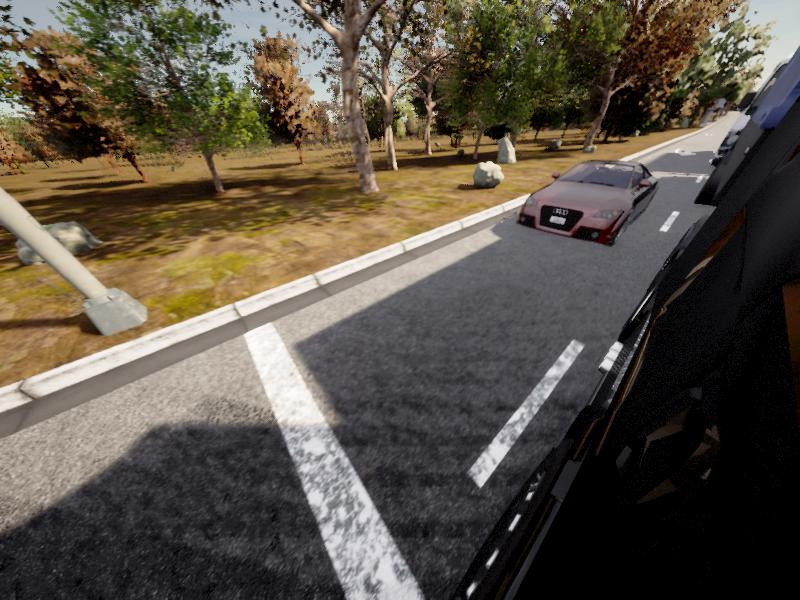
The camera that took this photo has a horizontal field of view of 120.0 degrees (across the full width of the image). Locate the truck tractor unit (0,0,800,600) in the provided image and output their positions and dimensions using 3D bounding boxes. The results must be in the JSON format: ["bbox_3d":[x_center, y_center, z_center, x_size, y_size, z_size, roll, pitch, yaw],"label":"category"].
[{"bbox_3d":[2.645,-0.295,0.352,6.516,4.208,3.053,-28,44,-30],"label":"truck tractor unit"}]

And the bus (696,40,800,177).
[{"bbox_3d":[19.520,-9.339,11.365,10.273,4.253,3.944,-30,44,-30],"label":"bus"}]

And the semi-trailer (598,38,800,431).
[{"bbox_3d":[8.667,-3.623,4.261,14.254,4.402,2.717,-28,44,-30],"label":"semi-trailer"}]

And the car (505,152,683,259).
[{"bbox_3d":[4.822,-2.637,5.737,4.181,1.385,1.994,-28,44,-30],"label":"car"}]
